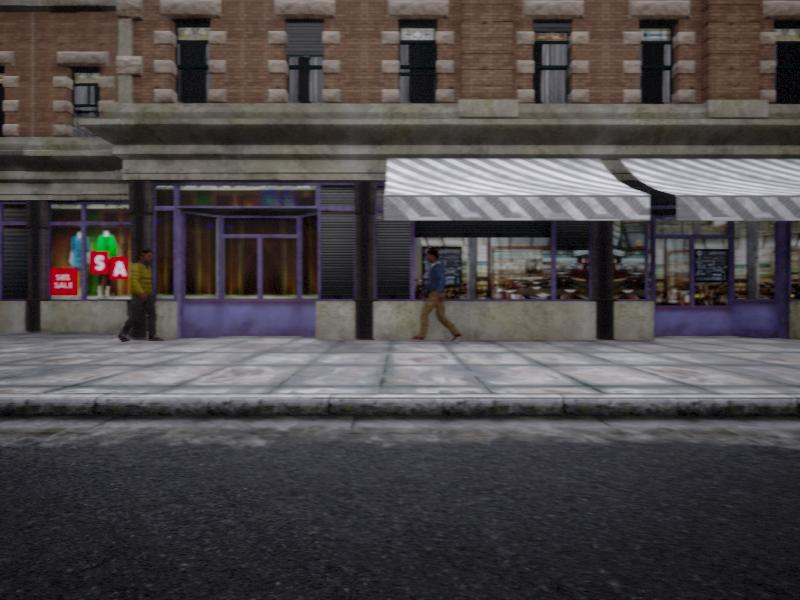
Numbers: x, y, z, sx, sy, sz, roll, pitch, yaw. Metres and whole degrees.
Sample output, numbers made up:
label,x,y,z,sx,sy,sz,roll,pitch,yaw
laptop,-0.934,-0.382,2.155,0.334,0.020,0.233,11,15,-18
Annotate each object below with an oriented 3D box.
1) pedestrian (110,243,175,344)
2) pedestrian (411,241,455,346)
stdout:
label,x,y,z,sx,sy,sz,roll,pitch,yaw
pedestrian,-4.973,-0.116,7.765,0.751,1.860,0.751,0,0,6
pedestrian,0.636,-0.115,7.562,0.751,1.860,0.751,0,0,11
